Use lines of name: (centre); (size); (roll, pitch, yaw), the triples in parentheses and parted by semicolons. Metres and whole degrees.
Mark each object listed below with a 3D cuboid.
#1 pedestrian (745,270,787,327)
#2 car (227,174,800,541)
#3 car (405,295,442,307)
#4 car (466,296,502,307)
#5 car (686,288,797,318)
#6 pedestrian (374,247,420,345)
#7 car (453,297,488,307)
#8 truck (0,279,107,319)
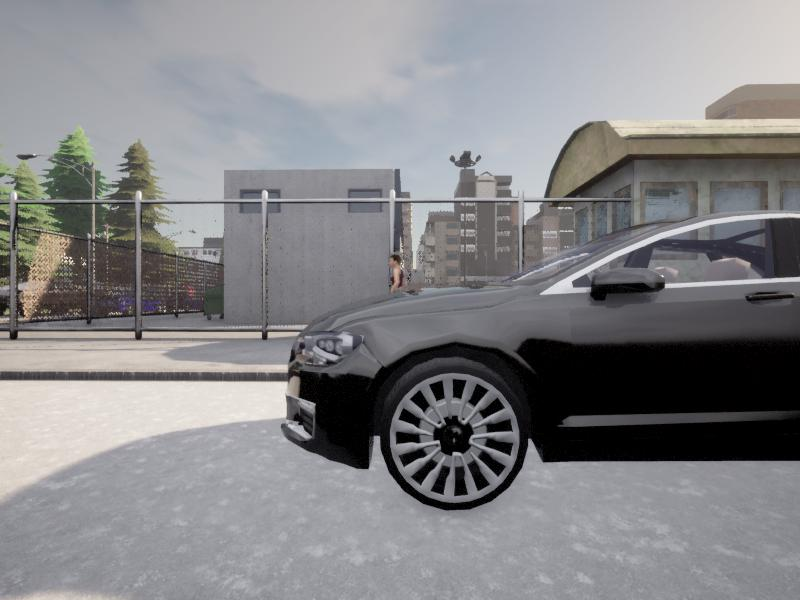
pedestrian: (12.338, -0.064, 13.507); (0.751, 1.860, 0.751); (0, 0, -12)
car: (1.742, 0.236, 2.706); (4.902, 1.511, 2.128); (0, 0, 1)
car: (3.273, 0.171, 56.275); (5.238, 1.638, 1.930); (0, 0, 2)
car: (12.597, 0.180, 60.035); (5.027, 1.651, 2.152); (0, 0, 1)
car: (17.629, 0.159, 20.794); (4.193, 1.474, 1.816); (0, 0, 1)
pedestrian: (-0.048, -0.075, 8.116); (0.751, 1.860, 0.751); (0, 0, 15)
car: (9.808, 0.270, 56.091); (4.674, 1.442, 1.812); (0, 0, 1)
truck: (-21.160, -0.058, 24.045); (2.390, 2.098, 6.274); (0, 0, 1)
